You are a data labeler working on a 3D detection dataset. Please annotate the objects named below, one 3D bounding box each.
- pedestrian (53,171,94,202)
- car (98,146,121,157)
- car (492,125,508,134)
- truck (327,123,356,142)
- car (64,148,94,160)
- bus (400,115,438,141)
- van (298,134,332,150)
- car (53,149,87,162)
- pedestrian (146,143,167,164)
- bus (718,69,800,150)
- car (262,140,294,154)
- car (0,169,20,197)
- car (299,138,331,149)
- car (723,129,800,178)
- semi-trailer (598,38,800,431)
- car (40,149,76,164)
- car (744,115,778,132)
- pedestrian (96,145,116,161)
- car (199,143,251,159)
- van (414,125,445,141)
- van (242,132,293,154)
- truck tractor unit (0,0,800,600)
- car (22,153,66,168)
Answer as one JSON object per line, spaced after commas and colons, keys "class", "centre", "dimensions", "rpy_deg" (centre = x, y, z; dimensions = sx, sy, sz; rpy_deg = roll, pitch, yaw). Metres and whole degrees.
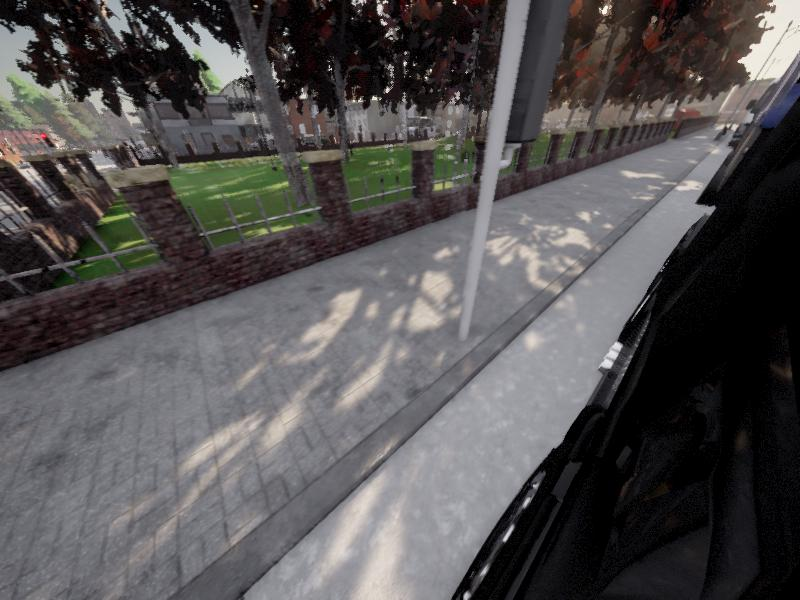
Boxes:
{"class": "pedestrian", "centre": [-14.513, -5.064, 10.298], "dimensions": [0.500, 1.100, 0.500], "rpy_deg": [-28, 43, -30]}
{"class": "car", "centre": [-57.252, -29.281, 45.571], "dimensions": [1.882, 1.535, 5.008], "rpy_deg": [-28, 43, -30]}
{"class": "car", "centre": [28.199, -48.103, 65.235], "dimensions": [4.605, 1.855, 1.932], "rpy_deg": [-28, 43, -30]}
{"class": "truck", "centre": [-15.319, -43.662, 60.329], "dimensions": [2.891, 3.827, 8.468], "rpy_deg": [-28, 43, -30]}
{"class": "car", "centre": [-59.877, -27.333, 43.163], "dimensions": [2.163, 1.488, 4.792], "rpy_deg": [-28, 43, -30]}
{"class": "bus", "centre": [4.144, -40.531, 54.308], "dimensions": [3.944, 4.253, 10.273], "rpy_deg": [-11, 39, -22]}
{"class": "van", "centre": [-13.731, -25.762, 37.630], "dimensions": [4.442, 1.987, 1.775], "rpy_deg": [-29, 44, -31]}
{"class": "car", "centre": [-55.722, -24.512, 39.090], "dimensions": [2.163, 1.488, 4.792], "rpy_deg": [-28, 43, -30]}
{"class": "pedestrian", "centre": [-25.679, -15.450, 24.390], "dimensions": [0.751, 1.860, 0.751], "rpy_deg": [-28, 43, -29]}
{"class": "bus", "centre": [29.786, -14.660, 17.935], "dimensions": [10.273, 4.253, 3.944], "rpy_deg": [-28, 43, -30]}
{"class": "car", "centre": [-18.369, -23.170, 34.819], "dimensions": [3.633, 1.501, 1.845], "rpy_deg": [-29, 44, -31]}
{"class": "car", "centre": [-23.053, -6.040, 12.016], "dimensions": [1.882, 1.535, 5.008], "rpy_deg": [-28, 43, -30]}
{"class": "car", "centre": [-15.030, -27.791, 41.030], "dimensions": [4.718, 1.301, 1.895], "rpy_deg": [-26, 42, -28]}
{"class": "car", "centre": [17.366, -6.970, 10.773], "dimensions": [5.357, 1.411, 2.033], "rpy_deg": [-28, 43, -30]}
{"class": "semi-trailer", "centre": [8.692, -3.600, 4.247], "dimensions": [14.254, 4.402, 2.717], "rpy_deg": [-28, 43, -30]}
{"class": "car", "centre": [-51.508, -21.699, 34.918], "dimensions": [1.851, 1.617, 3.988], "rpy_deg": [-28, 43, -30]}
{"class": "car", "centre": [50.990, -24.976, 32.668], "dimensions": [5.238, 1.638, 1.930], "rpy_deg": [-29, 44, -30]}
{"class": "pedestrian", "centre": [-41.585, -20.805, 32.663], "dimensions": [0.751, 1.860, 0.751], "rpy_deg": [-21, 40, -23]}
{"class": "car", "centre": [-23.801, -20.419, 31.576], "dimensions": [5.357, 1.411, 2.033], "rpy_deg": [-27, 43, -29]}
{"class": "van", "centre": [6.418, -36.373, 50.271], "dimensions": [6.366, 2.431, 2.351], "rpy_deg": [-20, 40, -22]}
{"class": "van", "centre": [-21.139, -25.293, 37.106], "dimensions": [6.366, 2.431, 2.351], "rpy_deg": [-28, 43, -30]}
{"class": "truck tractor unit", "centre": [2.645, -0.295, 0.351], "dimensions": [6.516, 4.208, 3.053], "rpy_deg": [-28, 44, -30]}
{"class": "car", "centre": [-46.959, -18.554, 30.581], "dimensions": [1.994, 1.385, 4.181], "rpy_deg": [-28, 43, -30]}
